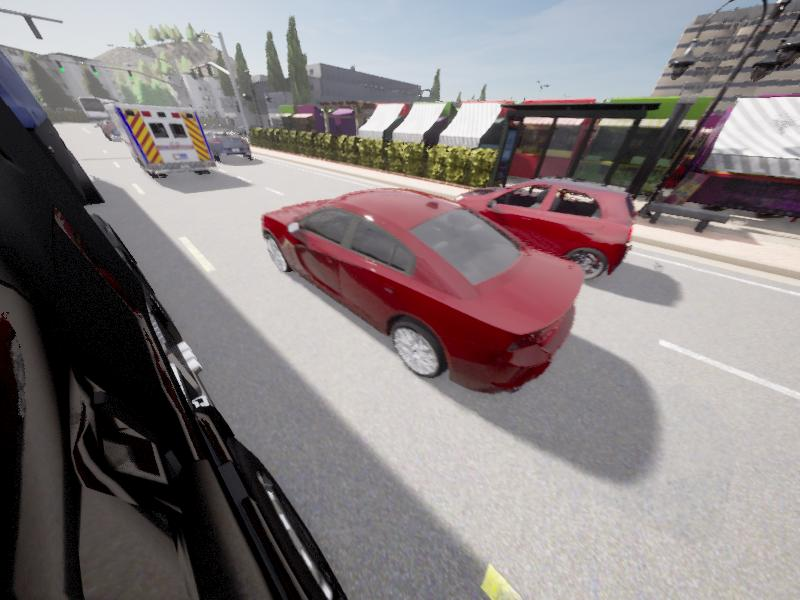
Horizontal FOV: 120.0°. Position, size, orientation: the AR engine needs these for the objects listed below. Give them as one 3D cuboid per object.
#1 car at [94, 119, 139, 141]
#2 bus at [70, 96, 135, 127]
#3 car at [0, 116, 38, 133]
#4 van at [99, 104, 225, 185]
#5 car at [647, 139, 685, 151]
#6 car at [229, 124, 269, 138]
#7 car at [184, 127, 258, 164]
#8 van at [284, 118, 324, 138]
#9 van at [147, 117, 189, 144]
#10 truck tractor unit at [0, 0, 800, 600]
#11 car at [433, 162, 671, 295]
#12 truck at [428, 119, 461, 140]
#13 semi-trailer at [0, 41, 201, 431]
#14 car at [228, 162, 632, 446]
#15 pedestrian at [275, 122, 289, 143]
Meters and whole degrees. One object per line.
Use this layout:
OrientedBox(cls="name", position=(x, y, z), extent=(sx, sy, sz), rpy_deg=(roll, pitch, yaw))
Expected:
OrientedBox(cls="car", position=(-29.021, -17.427, 23.646), extent=(5.027, 1.651, 2.152), rpy_deg=(31, 45, 32))
OrientedBox(cls="bus", position=(-57.613, -36.703, 45.294), extent=(3.944, 4.253, 10.273), rpy_deg=(-18, 42, -24))
OrientedBox(cls="car", position=(-43.441, -19.902, 26.245), extent=(4.181, 1.385, 1.994), rpy_deg=(29, 44, 30))
OrientedBox(cls="van", position=(-11.027, -7.308, 10.649), extent=(6.366, 2.431, 2.351), rpy_deg=(30, 45, 31))
OrientedBox(cls="car", position=(63.984, -37.484, 55.769), extent=(5.566, 2.045, 2.150), rpy_deg=(30, 44, 31))
OrientedBox(cls="car", position=(-22.762, -25.614, 34.999), extent=(2.007, 1.525, 4.514), rpy_deg=(31, 45, 32))
OrientedBox(cls="car", position=(-11.774, -10.231, 15.157), extent=(5.027, 1.651, 2.152), rpy_deg=(30, 45, 31))
OrientedBox(cls="van", position=(-16.509, -29.826, 40.145), extent=(1.988, 2.561, 5.915), rpy_deg=(31, 45, 32))
OrientedBox(cls="van", position=(-23.488, -17.178, 23.360), extent=(4.442, 1.987, 1.775), rpy_deg=(31, 45, 32))
OrientedBox(cls="truck tractor unit", position=(-2.645, -0.295, 0.352), extent=(6.516, 4.208, 3.053), rpy_deg=(28, 44, 30))
OrientedBox(cls="car", position=(2.837, -1.856, 5.017), extent=(3.633, 1.501, 1.845), rpy_deg=(30, 45, 31))
OrientedBox(cls="truck", position=(10.693, -40.665, 55.181), extent=(2.891, 3.827, 8.468), rpy_deg=(31, 45, 32))
OrientedBox(cls="semi-trailer", position=(-8.683, -3.620, 4.237), extent=(14.254, 4.402, 2.717), rpy_deg=(28, 44, 30))
OrientedBox(cls="car", position=(-0.275, -0.806, 3.419), extent=(5.008, 1.535, 1.882), rpy_deg=(30, 45, 31))
OrientedBox(cls="pedestrian", position=(-13.531, -19.218, 26.501), extent=(0.751, 1.860, 0.751), rpy_deg=(31, 45, 32))
